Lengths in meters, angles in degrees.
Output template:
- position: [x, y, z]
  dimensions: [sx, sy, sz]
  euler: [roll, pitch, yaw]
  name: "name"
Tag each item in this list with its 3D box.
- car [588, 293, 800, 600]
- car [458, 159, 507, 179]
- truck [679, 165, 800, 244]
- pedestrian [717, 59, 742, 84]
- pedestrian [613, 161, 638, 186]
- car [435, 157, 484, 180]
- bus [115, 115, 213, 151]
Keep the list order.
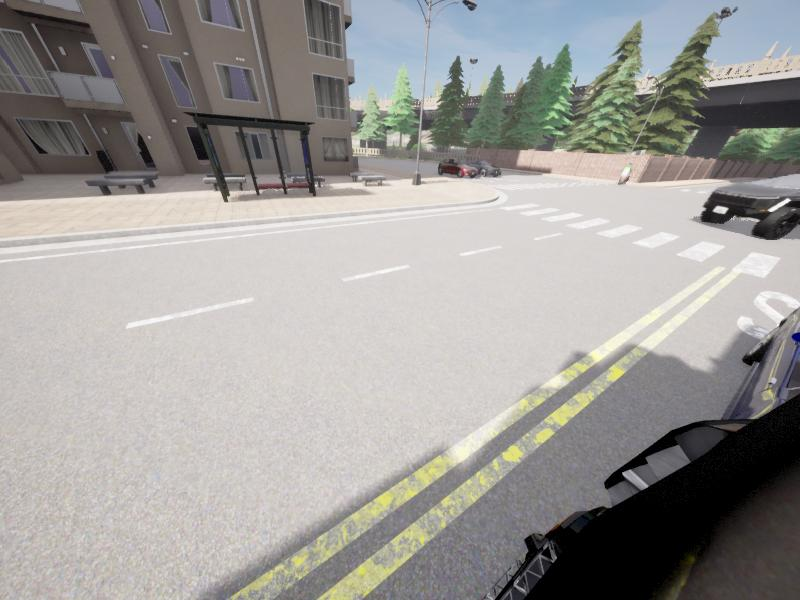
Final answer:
- position: [3.723, 1.079, 1.440]
  dimensions: [4.718, 1.301, 1.895]
  euler: [-16, 38, -26]
  name: "car"
- position: [8.124, -13.266, 23.222]
  dimensions: [1.994, 1.385, 4.181]
  euler: [-17, 38, -27]
  name: "car"
- position: [14.916, -3.227, 7.976]
  dimensions: [6.274, 2.098, 2.390]
  euler: [7, 33, 7]
  name: "truck"
- position: [38.028, -26.344, 26.659]
  dimensions: [0.751, 1.860, 0.751]
  euler: [-15, 38, -25]
  name: "pedestrian"
- position: [20.677, -11.593, 21.184]
  dimensions: [0.751, 1.860, 0.751]
  euler: [-15, 38, -25]
  name: "pedestrian"
- position: [5.322, -12.247, 21.374]
  dimensions: [1.816, 1.474, 4.193]
  euler: [-16, 38, -26]
  name: "car"
- position: [-39.269, -28.164, 39.385]
  dimensions: [10.273, 4.253, 3.944]
  euler: [-13, 37, -23]
  name: "bus"
